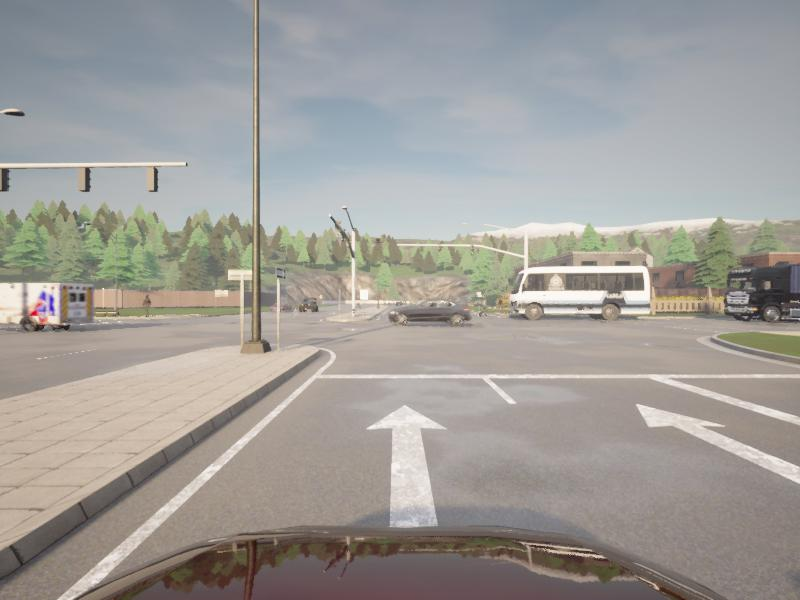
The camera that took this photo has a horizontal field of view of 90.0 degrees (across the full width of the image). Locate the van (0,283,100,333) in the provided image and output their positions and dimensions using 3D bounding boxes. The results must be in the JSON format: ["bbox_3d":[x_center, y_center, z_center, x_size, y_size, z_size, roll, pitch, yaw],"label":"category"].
[{"bbox_3d":[-19.553,0.379,20.654,6.366,2.431,2.351,0,0,-1],"label":"van"}]

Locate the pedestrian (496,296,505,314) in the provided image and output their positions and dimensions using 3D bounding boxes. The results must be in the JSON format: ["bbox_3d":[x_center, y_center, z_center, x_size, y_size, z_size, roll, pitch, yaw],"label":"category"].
[{"bbox_3d":[10.019,0.488,39.891,0.751,1.860,0.751,0,0,-5],"label":"pedestrian"}]

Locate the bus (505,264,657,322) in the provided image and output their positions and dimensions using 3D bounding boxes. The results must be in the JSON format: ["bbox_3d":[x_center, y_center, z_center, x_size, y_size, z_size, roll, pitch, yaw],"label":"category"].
[{"bbox_3d":[13.969,-0.531,31.930,10.273,4.253,3.944,0,0,6],"label":"bus"}]

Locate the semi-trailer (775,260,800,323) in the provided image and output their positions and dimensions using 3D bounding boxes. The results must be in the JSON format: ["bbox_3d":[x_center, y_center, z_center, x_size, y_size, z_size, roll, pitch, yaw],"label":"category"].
[{"bbox_3d":[34.887,-0.617,28.314,14.254,4.402,2.717,0,0,-1],"label":"semi-trailer"}]

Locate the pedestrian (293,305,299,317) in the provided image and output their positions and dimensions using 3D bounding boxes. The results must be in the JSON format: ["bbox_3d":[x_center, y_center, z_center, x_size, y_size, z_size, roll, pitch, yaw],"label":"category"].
[{"bbox_3d":[-9.713,1.020,37.312,0.500,1.100,0.500,0,0,-3],"label":"pedestrian"}]

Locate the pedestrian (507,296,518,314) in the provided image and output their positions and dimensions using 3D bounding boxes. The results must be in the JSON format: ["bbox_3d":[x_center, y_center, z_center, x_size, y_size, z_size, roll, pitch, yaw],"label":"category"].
[{"bbox_3d":[11.568,0.488,41.183,0.751,1.860,0.751,0,0,-23],"label":"pedestrian"}]

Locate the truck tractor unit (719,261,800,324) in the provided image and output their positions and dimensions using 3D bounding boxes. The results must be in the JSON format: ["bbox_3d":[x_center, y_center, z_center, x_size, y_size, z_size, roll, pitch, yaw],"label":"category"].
[{"bbox_3d":[26.968,-0.495,28.225,6.516,4.208,3.053,0,0,-1],"label":"truck tractor unit"}]

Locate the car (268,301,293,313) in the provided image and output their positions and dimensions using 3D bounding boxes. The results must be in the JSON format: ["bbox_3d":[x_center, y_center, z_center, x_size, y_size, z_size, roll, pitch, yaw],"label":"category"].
[{"bbox_3d":[-15.096,0.874,50.760,1.812,1.442,4.674,0,0,0],"label":"car"}]

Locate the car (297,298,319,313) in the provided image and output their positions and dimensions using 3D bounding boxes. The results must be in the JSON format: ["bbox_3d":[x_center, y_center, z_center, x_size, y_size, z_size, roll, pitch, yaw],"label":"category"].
[{"bbox_3d":[-11.596,0.650,50.837,1.905,1.878,3.866,0,0,0],"label":"car"}]

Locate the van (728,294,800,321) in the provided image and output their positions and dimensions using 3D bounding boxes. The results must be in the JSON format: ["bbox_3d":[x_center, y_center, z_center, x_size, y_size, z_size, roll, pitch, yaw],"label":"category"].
[{"bbox_3d":[29.092,0.577,31.742,4.480,2.038,2.069,0,0,-1],"label":"van"}]

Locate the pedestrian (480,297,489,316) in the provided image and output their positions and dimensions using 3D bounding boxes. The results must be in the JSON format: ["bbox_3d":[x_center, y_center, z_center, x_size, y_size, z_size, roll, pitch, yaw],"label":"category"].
[{"bbox_3d":[8.185,0.640,38.752,0.751,1.860,0.751,0,0,4],"label":"pedestrian"}]

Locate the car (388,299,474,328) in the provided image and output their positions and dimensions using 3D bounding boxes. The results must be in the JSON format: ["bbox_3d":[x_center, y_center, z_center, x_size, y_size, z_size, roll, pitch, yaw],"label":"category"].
[{"bbox_3d":[1.789,0.783,24.409,5.027,1.651,2.152,0,0,-1],"label":"car"}]

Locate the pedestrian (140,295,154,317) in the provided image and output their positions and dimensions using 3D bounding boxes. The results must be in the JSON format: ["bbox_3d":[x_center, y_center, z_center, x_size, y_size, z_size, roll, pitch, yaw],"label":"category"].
[{"bbox_3d":[-21.421,0.498,33.887,0.751,1.860,0.751,0,0,-9],"label":"pedestrian"}]
